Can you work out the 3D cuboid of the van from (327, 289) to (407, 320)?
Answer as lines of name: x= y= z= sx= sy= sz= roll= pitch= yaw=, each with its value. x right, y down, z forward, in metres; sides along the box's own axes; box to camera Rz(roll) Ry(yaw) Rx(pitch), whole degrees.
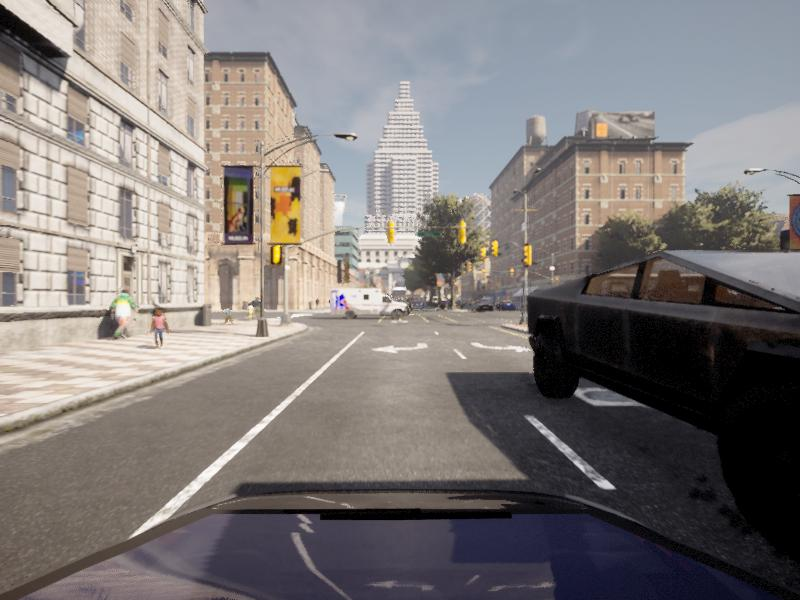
van: x=-2.600 y=0.335 z=32.907 sx=6.366 sy=2.431 sz=2.351 roll=0 pitch=0 yaw=0

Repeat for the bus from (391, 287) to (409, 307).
bus: x=-0.024 y=-0.653 z=90.831 sx=3.944 sy=4.253 sz=10.273 roll=0 pitch=0 yaw=0

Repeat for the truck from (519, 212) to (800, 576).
truck: x=3.500 y=0.535 z=4.624 sx=2.390 sy=2.098 sz=6.274 roll=0 pitch=0 yaw=0

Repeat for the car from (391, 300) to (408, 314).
car: x=-0.069 y=0.763 z=46.512 sx=1.882 sy=1.535 sz=5.008 roll=0 pitch=0 yaw=0

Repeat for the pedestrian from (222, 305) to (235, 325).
pedestrian: x=-9.606 y=0.836 z=22.364 sx=0.500 sy=1.100 sz=0.500 roll=0 pitch=0 yaw=3

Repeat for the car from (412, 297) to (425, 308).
car: x=3.383 y=0.478 z=74.233 sx=2.150 sy=2.045 sz=5.566 roll=0 pitch=0 yaw=0

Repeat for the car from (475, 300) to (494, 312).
car: x=11.288 y=0.758 z=53.758 sx=2.038 sy=1.542 sz=4.974 roll=0 pitch=0 yaw=6

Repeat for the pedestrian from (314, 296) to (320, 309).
pedestrian: x=-12.072 y=0.411 z=58.405 sx=0.751 sy=1.860 sz=0.751 roll=0 pitch=0 yaw=-3

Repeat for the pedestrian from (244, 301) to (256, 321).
pedestrian: x=-9.991 y=0.731 z=26.603 sx=0.751 sy=1.300 sz=0.751 roll=0 pitch=0 yaw=-19

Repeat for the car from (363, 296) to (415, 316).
car: x=-1.074 y=0.601 z=38.813 sx=4.605 sy=1.855 sz=1.932 roll=0 pitch=-1 yaw=21

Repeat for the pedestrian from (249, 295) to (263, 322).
pedestrian: x=-10.112 y=0.601 z=28.095 sx=0.751 sy=1.860 sz=0.751 roll=0 pitch=0 yaw=-5

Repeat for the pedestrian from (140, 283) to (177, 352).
pedestrian: x=-6.826 y=0.470 z=11.340 sx=0.751 sy=1.860 sz=0.751 roll=0 pitch=0 yaw=-18

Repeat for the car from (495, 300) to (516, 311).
car: x=14.913 y=0.781 z=56.626 sx=1.970 sy=1.475 sz=3.806 roll=0 pitch=0 yaw=0

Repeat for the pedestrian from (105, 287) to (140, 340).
pedestrian: x=-9.934 y=0.466 z=14.352 sx=0.751 sy=1.860 sz=0.751 roll=0 pitch=0 yaw=1

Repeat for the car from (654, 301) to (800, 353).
car: x=11.483 y=0.810 z=14.236 sx=2.007 sy=1.525 sz=4.514 roll=0 pitch=0 yaw=0
